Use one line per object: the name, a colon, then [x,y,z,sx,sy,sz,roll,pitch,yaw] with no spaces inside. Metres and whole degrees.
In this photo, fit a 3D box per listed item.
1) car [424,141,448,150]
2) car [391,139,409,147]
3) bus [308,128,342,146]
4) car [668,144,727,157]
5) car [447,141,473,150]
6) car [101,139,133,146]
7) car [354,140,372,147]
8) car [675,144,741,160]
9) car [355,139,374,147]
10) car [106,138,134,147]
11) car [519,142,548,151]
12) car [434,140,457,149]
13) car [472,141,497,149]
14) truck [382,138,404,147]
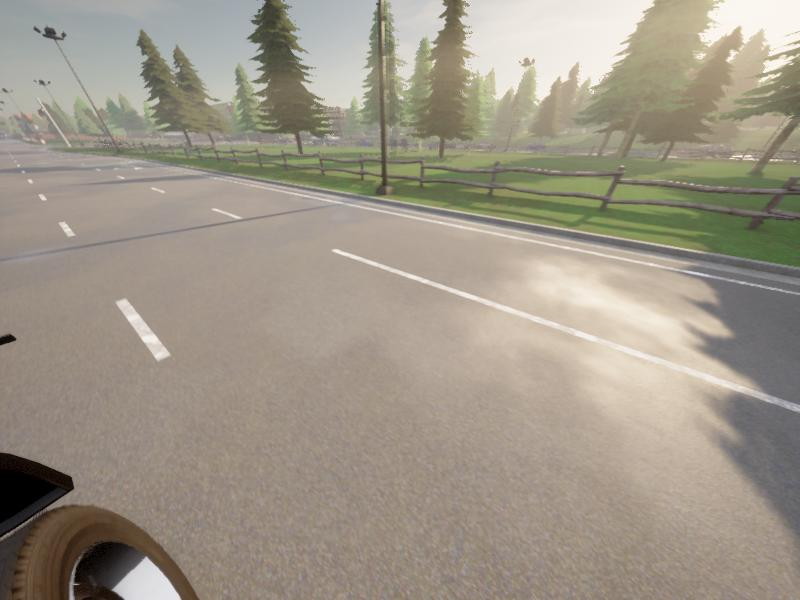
car: [8.089,-34.762,51.852,4.856,1.649,2.033,22,41,28]
car: [-0.025,-43.141,63.442,4.605,1.855,1.932,22,41,28]
bus: [-23.529,-51.229,72.632,10.273,4.253,3.944,22,41,28]
car: [46.881,-23.724,36.599,5.366,1.575,1.801,22,41,28]
car: [13.496,-34.973,52.274,4.974,1.542,2.038,22,41,28]
car: [-72.521,-40.485,59.356,2.163,1.488,4.792,23,41,28]
car: [-10.019,-42.140,62.297,4.514,1.525,2.007,22,41,28]
car: [42.504,-20.600,32.093,5.027,1.651,2.152,22,41,28]
car: [-10.031,-44.691,65.752,5.238,1.638,1.930,22,41,28]
car: [-69.720,-39.312,57.611,1.851,1.617,3.988,23,41,28]
car: [28.993,-33.534,50.381,5.008,1.535,1.882,22,41,28]
car: [11.144,-38.450,57.097,5.238,1.638,1.930,22,41,28]
car: [20.249,-37.154,55.387,4.974,1.542,2.038,22,41,28]
truck: [-1.986,-46.511,68.004,6.274,2.098,2.390,22,41,28]
